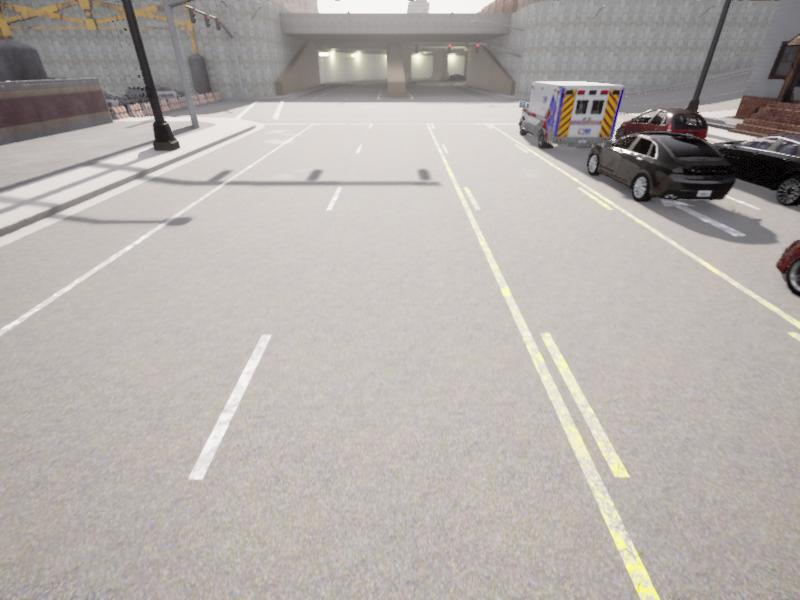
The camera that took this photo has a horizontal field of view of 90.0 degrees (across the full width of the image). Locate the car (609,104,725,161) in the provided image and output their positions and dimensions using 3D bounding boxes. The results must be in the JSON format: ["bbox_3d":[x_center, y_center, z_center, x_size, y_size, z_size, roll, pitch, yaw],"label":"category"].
[{"bbox_3d":[10.537,-6.906,16.227,1.851,1.617,3.988,0,30,0],"label":"car"}]

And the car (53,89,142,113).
[{"bbox_3d":[-21.160,-14.066,28.162,1.853,1.218,4.536,26,39,37],"label":"car"}]

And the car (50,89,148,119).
[{"bbox_3d":[-21.125,-13.949,28.275,2.038,1.542,4.974,26,39,37],"label":"car"}]

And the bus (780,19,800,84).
[{"bbox_3d":[35.359,-19.501,29.191,10.273,4.253,3.944,-12,30,7],"label":"bus"}]

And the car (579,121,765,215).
[{"bbox_3d":[7.026,-3.898,11.193,1.837,1.490,4.892,0,30,0],"label":"car"}]

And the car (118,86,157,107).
[{"bbox_3d":[-21.163,-16.433,32.209,1.853,1.218,4.536,-20,36,-31],"label":"car"}]

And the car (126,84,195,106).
[{"bbox_3d":[-21.916,-18.985,36.886,2.038,1.542,4.974,15,34,24],"label":"car"}]

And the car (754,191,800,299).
[{"bbox_3d":[6.998,-0.019,4.684,1.994,1.385,4.181,1,30,2],"label":"car"}]

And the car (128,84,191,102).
[{"bbox_3d":[-21.941,-19.098,36.767,1.853,1.218,4.536,15,34,24],"label":"car"}]

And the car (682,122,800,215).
[{"bbox_3d":[10.520,-3.737,10.904,2.128,1.511,4.902,0,30,0],"label":"car"}]

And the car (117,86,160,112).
[{"bbox_3d":[-21.132,-16.276,32.252,2.038,1.542,4.974,-20,36,-31],"label":"car"}]

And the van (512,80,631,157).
[{"bbox_3d":[7.040,-8.189,17.607,2.351,2.431,6.366,0,30,0],"label":"van"}]
